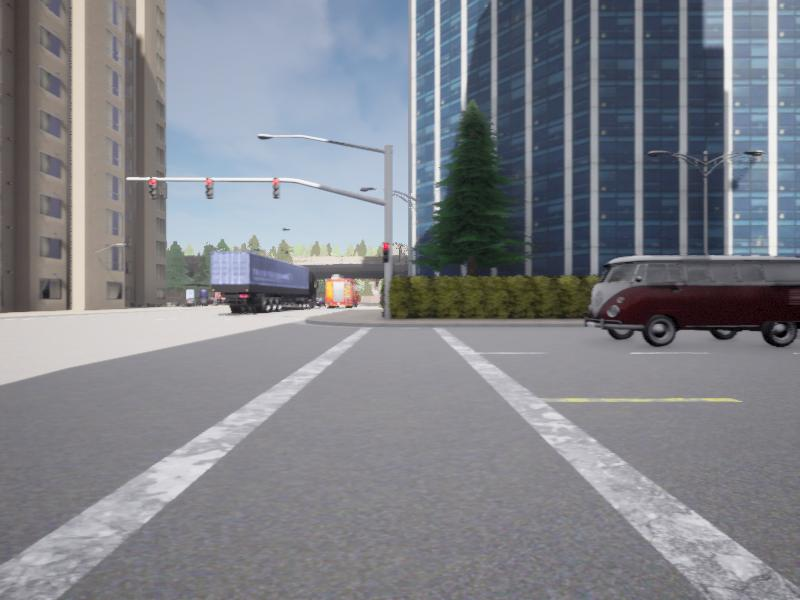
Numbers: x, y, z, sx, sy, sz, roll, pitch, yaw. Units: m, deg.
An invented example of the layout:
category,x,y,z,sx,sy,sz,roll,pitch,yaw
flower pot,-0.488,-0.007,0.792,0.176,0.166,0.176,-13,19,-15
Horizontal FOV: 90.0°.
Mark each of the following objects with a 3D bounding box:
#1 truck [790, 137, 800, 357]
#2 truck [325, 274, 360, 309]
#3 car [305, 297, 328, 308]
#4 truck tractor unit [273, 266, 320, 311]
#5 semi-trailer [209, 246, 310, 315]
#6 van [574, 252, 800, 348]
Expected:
category,x,y,z,sx,sy,sz,roll,pitch,yaw
truck,11.203,-0.924,5.707,8.468,3.827,2.891,0,0,0
truck,-6.760,-0.920,48.447,2.891,3.827,8.468,0,0,1
car,-10.255,0.348,49.405,1.895,1.301,4.718,0,0,1
truck tractor unit,-10.346,-1.094,40.746,3.053,4.208,6.516,0,0,1
semi-trailer,-10.635,-1.216,32.831,2.717,4.402,14.254,0,0,3
van,6.621,-0.003,9.199,4.442,1.987,1.775,0,0,0
